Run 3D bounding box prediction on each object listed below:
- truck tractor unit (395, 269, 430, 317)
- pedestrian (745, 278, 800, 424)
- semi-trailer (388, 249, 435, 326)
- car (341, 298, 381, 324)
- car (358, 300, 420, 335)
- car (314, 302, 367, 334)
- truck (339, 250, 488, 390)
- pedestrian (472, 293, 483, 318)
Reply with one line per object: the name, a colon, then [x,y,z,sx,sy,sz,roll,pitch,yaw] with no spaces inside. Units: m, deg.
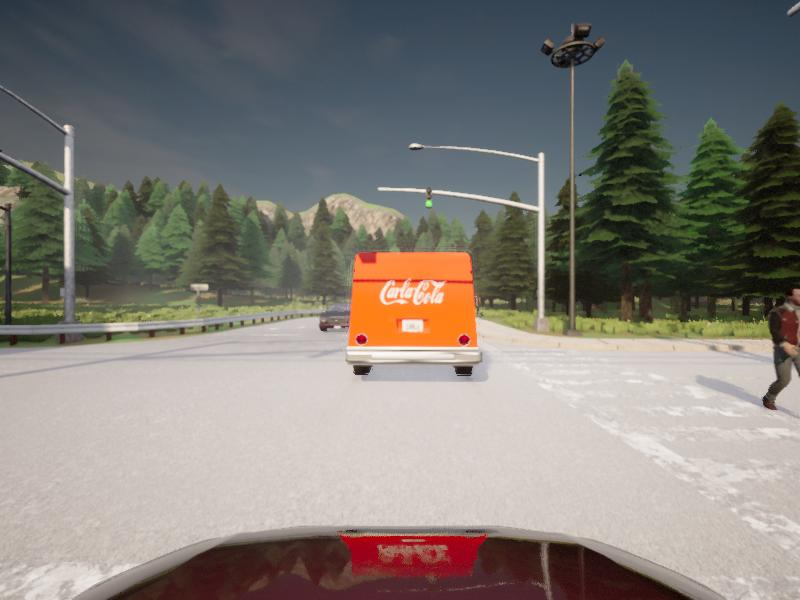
truck tractor unit: [1.251,-0.619,37.947,3.053,4.208,6.516,0,0,3]
pedestrian: [5.336,0.647,5.400,0.751,1.860,0.751,0,0,11]
semi-trailer: [0.929,-0.695,30.040,2.717,4.402,14.254,0,0,2]
car: [-2.604,0.685,28.033,2.242,1.667,4.611,0,0,2]
car: [-0.396,0.783,20.381,2.128,1.511,4.902,0,0,11]
car: [-2.895,0.842,20.783,2.033,1.411,5.357,0,0,-1]
truck: [0.310,0.347,9.662,2.627,2.467,5.204,0,0,2]
pedestrian: [5.816,0.406,30.042,0.751,1.860,0.751,0,0,0]
